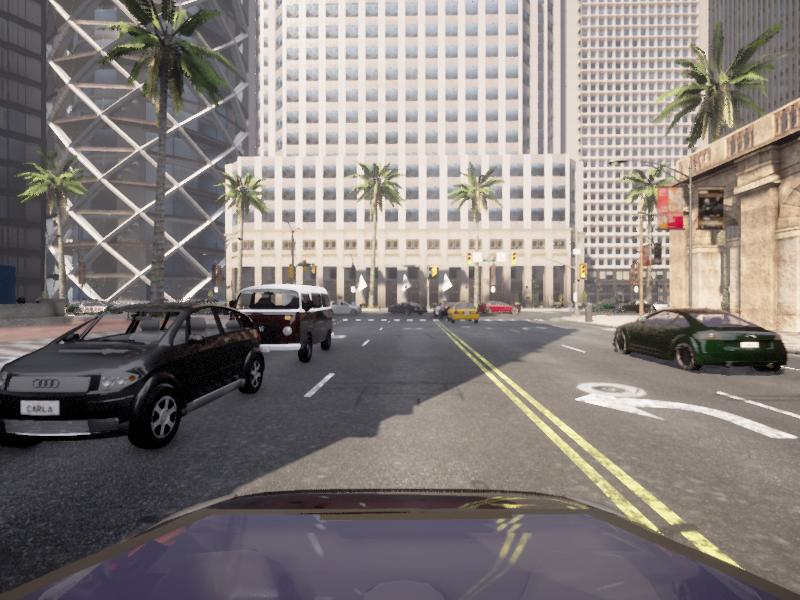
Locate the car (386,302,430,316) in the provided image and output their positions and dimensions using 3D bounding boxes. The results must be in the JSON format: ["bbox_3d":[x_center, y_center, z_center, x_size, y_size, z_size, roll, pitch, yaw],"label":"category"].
[{"bbox_3d":[0.748,0.895,42.786,2.033,1.411,5.357,0,0,-34],"label":"car"}]

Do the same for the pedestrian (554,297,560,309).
[{"bbox_3d":[23.840,0.485,60.696,0.751,1.860,0.751,0,0,4],"label":"pedestrian"}]

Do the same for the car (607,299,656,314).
[{"bbox_3d":[27.688,0.757,47.952,4.611,1.667,2.242,0,0,2],"label":"car"}]

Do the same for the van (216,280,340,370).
[{"bbox_3d":[-3.137,0.571,11.408,2.069,2.038,4.480,0,0,2],"label":"van"}]

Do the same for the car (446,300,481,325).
[{"bbox_3d":[4.401,0.802,28.379,1.801,1.575,5.366,0,0,2],"label":"car"}]

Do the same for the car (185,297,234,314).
[{"bbox_3d":[-21.750,0.652,45.804,4.605,1.855,1.932,0,0,-2],"label":"car"}]

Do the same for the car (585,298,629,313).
[{"bbox_3d":[26.627,0.695,51.489,4.553,1.767,2.097,0,0,2],"label":"car"}]

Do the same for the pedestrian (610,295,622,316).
[{"bbox_3d":[19.581,0.485,36.235,0.751,1.860,0.751,0,0,-35],"label":"pedestrian"}]

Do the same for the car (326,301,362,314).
[{"bbox_3d":[-6.300,0.854,45.566,3.806,1.475,1.970,0,0,1],"label":"car"}]

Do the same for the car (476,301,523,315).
[{"bbox_3d":[11.118,0.851,45.015,4.792,1.488,2.163,0,0,2],"label":"car"}]

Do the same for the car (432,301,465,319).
[{"bbox_3d":[4.227,0.826,35.798,2.038,1.542,4.974,0,0,-3],"label":"car"}]

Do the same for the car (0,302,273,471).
[{"bbox_3d":[-3.308,0.815,5.590,1.789,1.549,3.705,0,0,2],"label":"car"}]

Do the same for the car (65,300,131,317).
[{"bbox_3d":[-30.733,0.831,40.944,4.974,1.542,2.038,0,0,-20],"label":"car"}]

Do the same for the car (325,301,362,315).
[{"bbox_3d":[-5.900,0.827,42.062,3.633,1.501,1.845,0,0,2],"label":"car"}]

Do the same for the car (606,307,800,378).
[{"bbox_3d":[7.345,0.907,10.334,1.994,1.385,4.181,0,0,2],"label":"car"}]
